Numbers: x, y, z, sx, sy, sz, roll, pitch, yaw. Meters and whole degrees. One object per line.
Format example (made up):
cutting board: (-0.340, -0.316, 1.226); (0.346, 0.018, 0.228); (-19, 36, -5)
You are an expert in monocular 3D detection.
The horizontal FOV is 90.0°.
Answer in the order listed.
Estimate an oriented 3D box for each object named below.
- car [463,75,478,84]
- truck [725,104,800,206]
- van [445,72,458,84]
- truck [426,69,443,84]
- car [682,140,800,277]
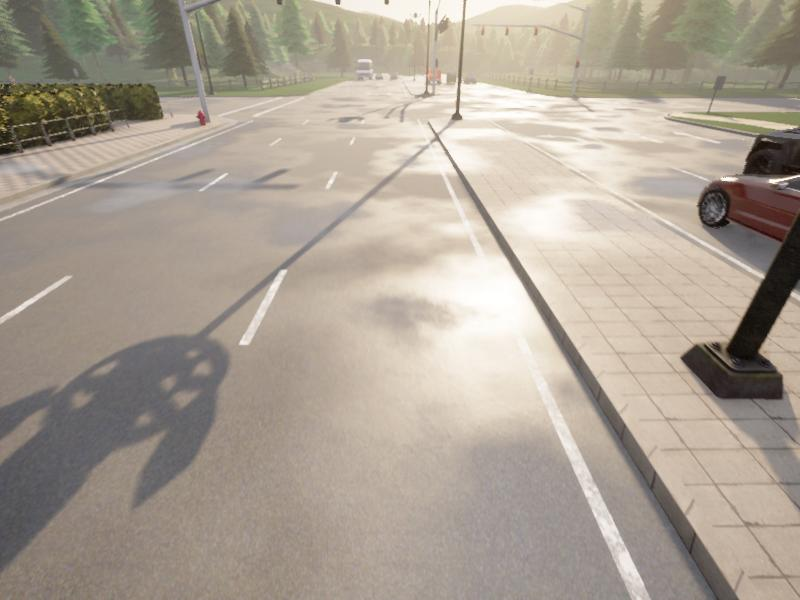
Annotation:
car: (13.509, -42.467, 77.040); (2.033, 1.411, 5.357); (0, 30, -1)
truck: (11.210, -3.012, 9.049); (2.390, 2.098, 6.274); (0, 30, -1)
van: (9.997, -43.054, 77.466); (1.775, 1.987, 4.442); (0, 30, -1)
truck: (6.508, -42.886, 76.697); (2.627, 2.467, 5.204); (0, 30, -1)
car: (7.749, -1.440, 6.838); (2.152, 1.651, 5.027); (0, 30, -1)
